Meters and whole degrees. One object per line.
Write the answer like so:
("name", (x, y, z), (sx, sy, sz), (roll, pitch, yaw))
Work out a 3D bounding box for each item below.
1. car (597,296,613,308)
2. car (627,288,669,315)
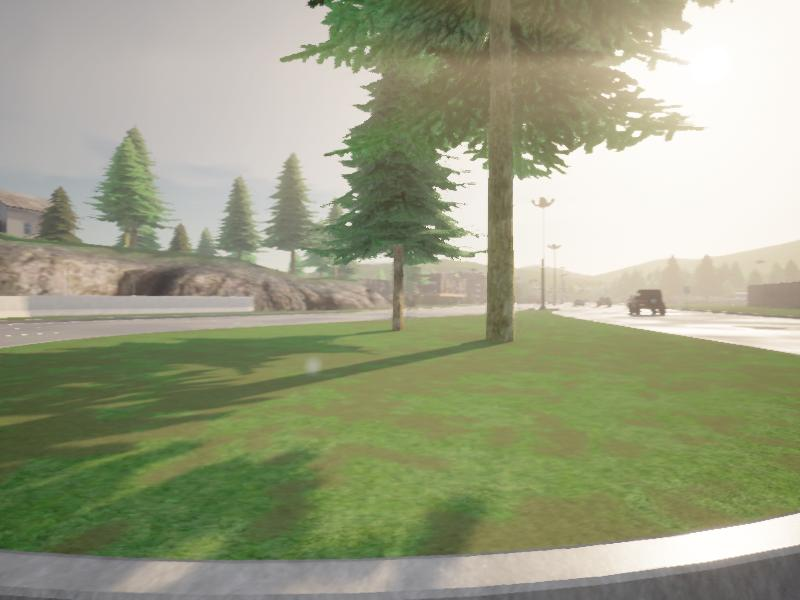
("car", (32.810, 0.255, 64.216), (1.932, 1.855, 4.605), (0, 0, 23))
("car", (18.477, 0.142, 30.008), (1.905, 1.878, 3.866), (0, 0, 20))
